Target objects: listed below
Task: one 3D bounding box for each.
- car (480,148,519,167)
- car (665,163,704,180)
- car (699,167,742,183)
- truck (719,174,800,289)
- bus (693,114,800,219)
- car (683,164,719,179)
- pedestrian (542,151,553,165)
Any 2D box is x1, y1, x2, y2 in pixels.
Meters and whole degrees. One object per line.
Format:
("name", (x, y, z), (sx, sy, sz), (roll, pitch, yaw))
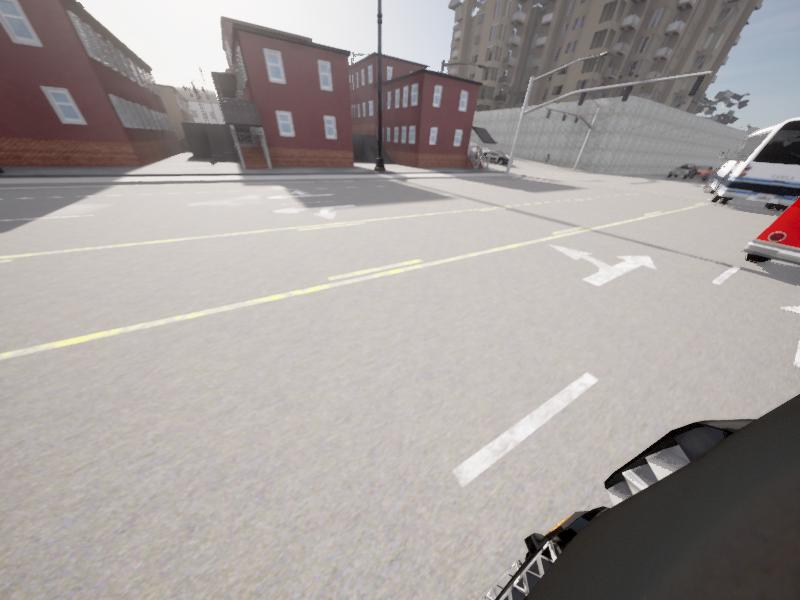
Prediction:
("car", (14.878, -21.609, 34.967), (1.930, 1.638, 5.238), (-16, 43, -26))
("car", (40.676, -18.413, 32.992), (4.605, 1.855, 1.932), (-16, 38, -26))
("car", (42.563, -16.598, 30.658), (4.856, 1.649, 2.033), (-16, 38, -26))
("truck", (11.200, -1.750, 5.225), (5.204, 2.467, 2.627), (-12, 37, -21))
("bus", (23.377, -8.558, 14.750), (10.273, 4.253, 3.944), (-27, 46, -36))
("car", (47.373, -20.250, 36.345), (4.553, 1.767, 2.097), (-16, 38, -26))
("pedestrian", (24.361, -23.394, 38.137), (0.751, 1.860, 0.751), (-15, 38, -25))
